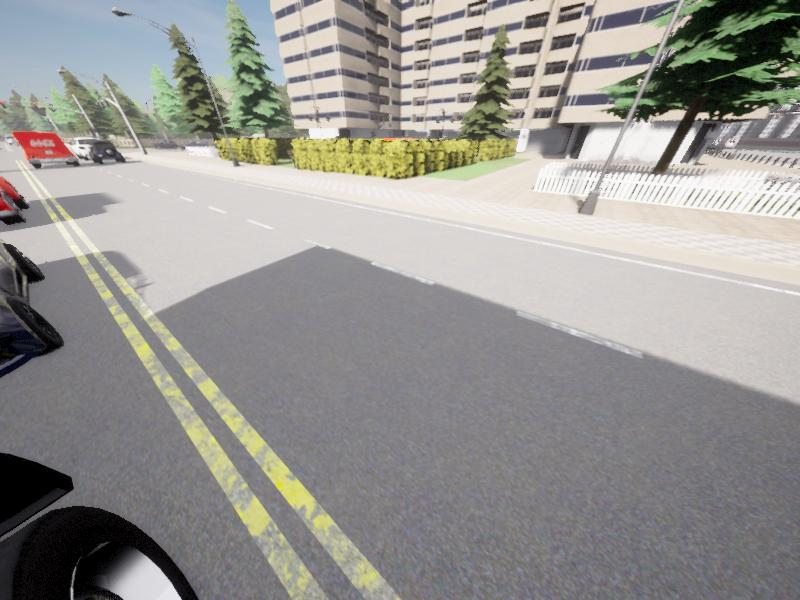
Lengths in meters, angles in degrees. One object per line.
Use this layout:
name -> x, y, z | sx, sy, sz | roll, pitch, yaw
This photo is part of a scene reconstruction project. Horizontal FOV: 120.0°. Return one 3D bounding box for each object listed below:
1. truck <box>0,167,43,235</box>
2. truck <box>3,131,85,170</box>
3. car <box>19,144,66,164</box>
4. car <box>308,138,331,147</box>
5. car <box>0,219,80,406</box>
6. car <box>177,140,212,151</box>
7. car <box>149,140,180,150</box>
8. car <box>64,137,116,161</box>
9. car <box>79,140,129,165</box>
truck -> -13.504, -3.429, 6.504 | 5.204, 2.467, 2.627 | 23, 41, 28
truck -> -30.132, -12.744, 19.589 | 5.204, 2.467, 2.627 | 22, 41, 28
car -> -35.449, -14.547, 22.917 | 3.633, 1.501, 1.845 | 22, 41, 28
car -> -21.967, -43.398, 63.527 | 2.150, 2.045, 5.566 | 22, 41, 28
car -> -6.261, -0.104, 2.561 | 4.611, 1.667, 2.242 | 22, 41, 28
car -> -41.200, -31.128, 46.389 | 2.242, 1.667, 4.611 | 22, 41, 28
car -> -46.295, -30.510, 45.439 | 1.845, 1.501, 3.633 | 22, 41, 28
car -> -34.647, -16.896, 25.809 | 5.566, 2.045, 2.150 | 22, 41, 28
car -> -28.868, -14.455, 22.529 | 3.866, 1.878, 1.905 | 23, 41, 28
